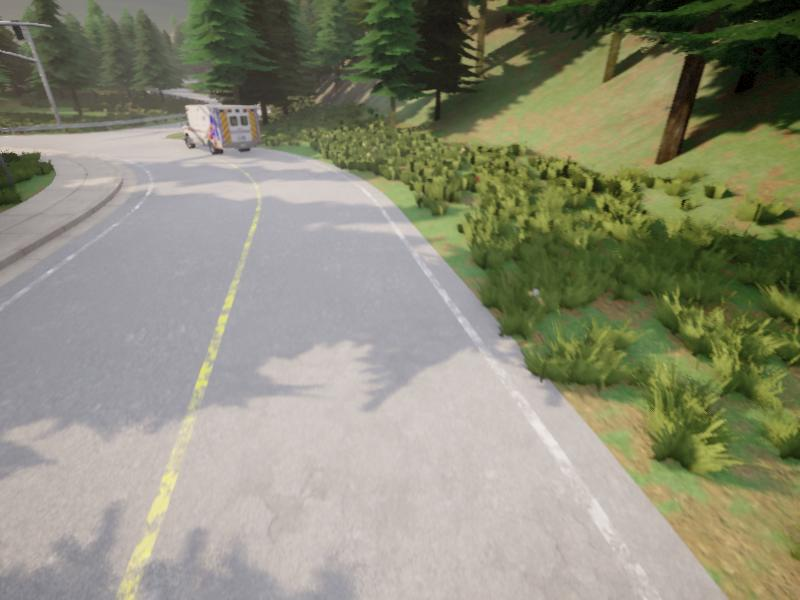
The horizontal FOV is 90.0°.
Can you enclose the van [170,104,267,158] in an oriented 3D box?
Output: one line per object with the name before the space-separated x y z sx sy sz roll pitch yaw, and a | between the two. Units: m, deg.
van | -10.639 -9.976 23.277 6.366 2.431 2.351 24 36 38
